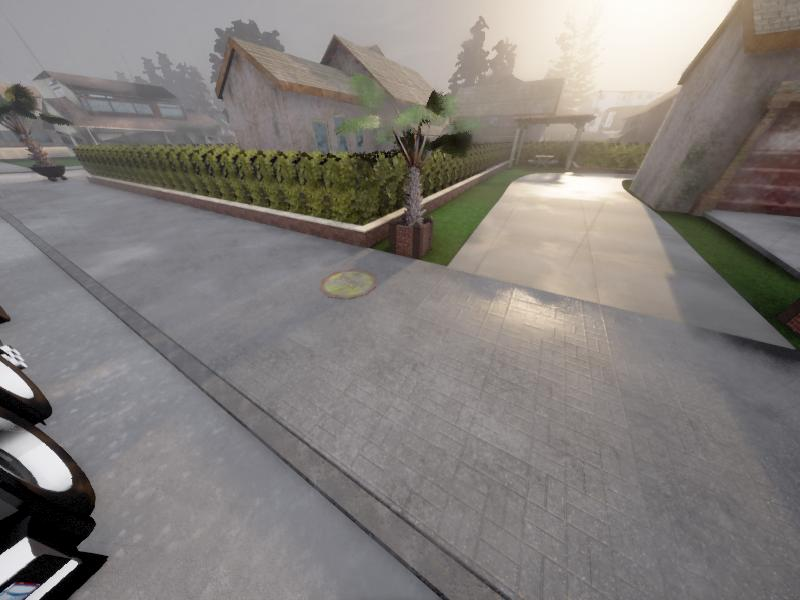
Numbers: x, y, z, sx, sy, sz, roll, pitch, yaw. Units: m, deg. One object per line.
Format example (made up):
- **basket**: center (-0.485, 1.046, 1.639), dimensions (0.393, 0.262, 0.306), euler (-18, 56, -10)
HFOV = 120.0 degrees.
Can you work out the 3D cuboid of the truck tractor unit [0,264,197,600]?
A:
- **truck tractor unit**: center (-5.111, -0.300, 0.780), dimensions (6.516, 4.208, 3.053), euler (18, 39, 24)
